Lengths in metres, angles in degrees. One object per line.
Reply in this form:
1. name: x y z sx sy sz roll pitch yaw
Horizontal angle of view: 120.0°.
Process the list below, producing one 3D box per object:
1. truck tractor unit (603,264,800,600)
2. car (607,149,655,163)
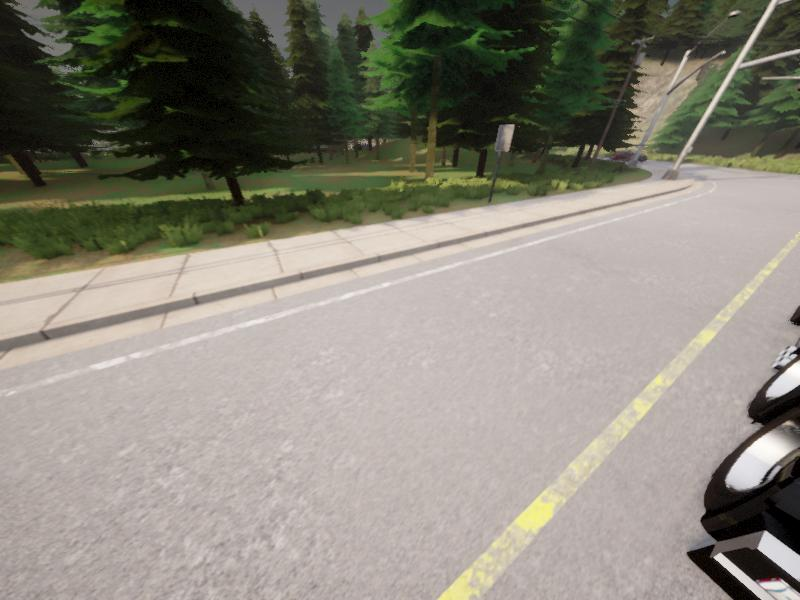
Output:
1. truck tractor unit: 5.109 -0.302 0.787 6.516 4.208 3.053 -18 39 -24
2. car: 29.905 -18.798 30.110 1.994 1.385 4.181 0 35 -1
